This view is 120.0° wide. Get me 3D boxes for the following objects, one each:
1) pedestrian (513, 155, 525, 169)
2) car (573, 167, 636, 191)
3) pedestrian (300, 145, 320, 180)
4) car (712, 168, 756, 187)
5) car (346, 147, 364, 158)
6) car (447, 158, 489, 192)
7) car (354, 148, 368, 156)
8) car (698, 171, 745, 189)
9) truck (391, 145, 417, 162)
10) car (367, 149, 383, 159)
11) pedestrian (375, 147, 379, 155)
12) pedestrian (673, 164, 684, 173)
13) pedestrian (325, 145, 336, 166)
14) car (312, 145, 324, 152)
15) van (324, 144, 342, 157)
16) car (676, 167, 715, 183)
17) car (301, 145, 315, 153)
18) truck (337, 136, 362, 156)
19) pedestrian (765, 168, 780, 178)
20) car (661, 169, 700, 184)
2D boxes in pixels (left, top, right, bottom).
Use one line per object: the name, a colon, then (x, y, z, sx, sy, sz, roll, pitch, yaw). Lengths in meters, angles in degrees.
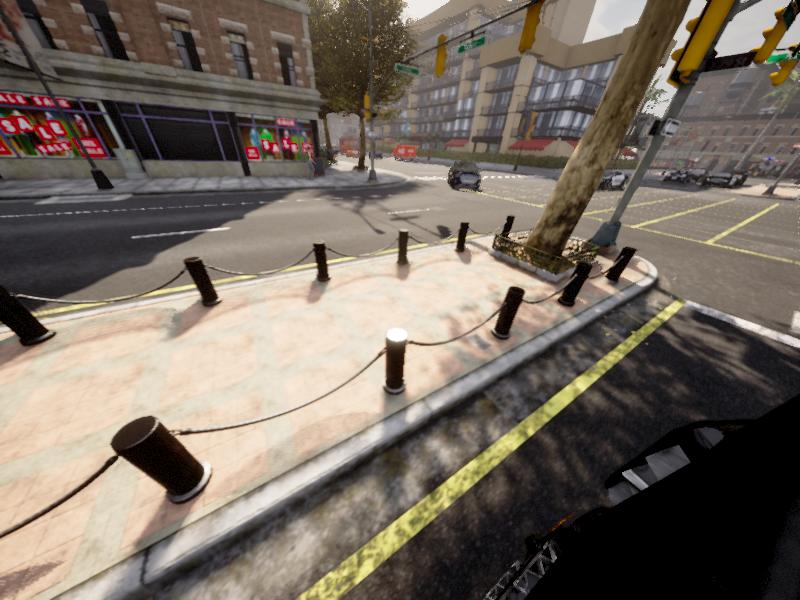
pedestrian: (18.470, -21.426, 35.847, 0.751, 1.860, 0.751, -17, 39, -28)
car: (17.490, -10.433, 19.763, 4.974, 1.542, 2.038, -17, 38, -26)
pedestrian: (-5.708, -8.721, 14.698, 0.751, 1.860, 0.751, -16, 38, -26)
car: (42.272, -15.584, 29.234, 4.605, 1.855, 1.932, -16, 38, -27)
car: (-9.147, -29.902, 46.817, 2.097, 1.767, 4.553, -16, 38, -27)
car: (4.691, -9.173, 16.749, 2.033, 1.649, 4.856, 7, 34, 3)
car: (-10.080, -38.072, 59.457, 1.970, 1.475, 3.806, -17, 38, -27)
car: (36.903, -13.869, 26.526, 4.974, 1.542, 2.038, -16, 38, -27)
truck: (0.661, -28.342, 44.638, 2.627, 2.467, 5.204, -17, 38, -27)
car: (-5.020, -29.607, 46.924, 1.789, 1.549, 3.705, -17, 38, -27)
pedestrian: (-6.436, -41.612, 64.360, 0.751, 1.860, 0.751, -18, 39, -28)
pedestrian: (66.629, -31.539, 55.284, 0.751, 1.860, 0.751, -15, 38, -25)
pedestrian: (-7.456, -15.561, 24.897, 0.751, 1.860, 0.751, -17, 38, -28)
car: (-23.618, -43.517, 66.501, 1.837, 1.490, 4.892, -17, 38, -27)
van: (-13.795, -30.694, 47.408, 2.069, 2.038, 4.480, -17, 39, -27)
car: (41.003, -17.364, 32.038, 5.238, 1.638, 1.930, -16, 38, -27)
car: (-24.905, -40.938, 62.647, 2.152, 1.651, 5.027, -17, 38, -27)
truck: (-12.281, -37.505, 56.212, 2.891, 3.827, 8.468, -17, 38, -27)
pedestrian: (80.058, -27.314, 49.701, 0.751, 1.860, 0.751, -9, 35, -18)
car: (35.264, -15.613, 29.080, 3.806, 1.475, 1.970, -16, 38, -27)
